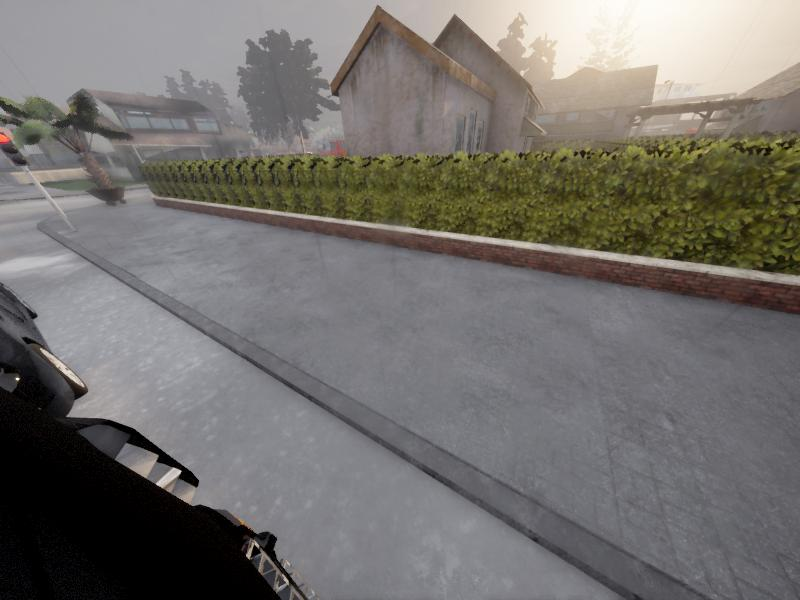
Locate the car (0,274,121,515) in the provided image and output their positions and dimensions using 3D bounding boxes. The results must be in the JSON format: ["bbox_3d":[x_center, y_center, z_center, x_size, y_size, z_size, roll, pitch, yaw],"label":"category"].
[{"bbox_3d":[-5.339,0.497,2.211,5.008,1.535,1.882,16,38,26],"label":"car"}]

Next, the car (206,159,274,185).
[{"bbox_3d":[-15.018,-12.252,22.016,2.242,1.667,4.611,16,38,26],"label":"car"}]

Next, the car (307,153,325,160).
[{"bbox_3d":[-24.471,-41.783,67.202,4.856,1.649,2.033,16,38,26],"label":"car"}]

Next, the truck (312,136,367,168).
[{"bbox_3d":[-9.152,-23.507,36.558,2.891,3.827,8.468,15,38,25],"label":"truck"}]

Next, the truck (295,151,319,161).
[{"bbox_3d":[-25.664,-39.754,63.826,6.274,2.098,2.390,16,38,26],"label":"truck"}]
